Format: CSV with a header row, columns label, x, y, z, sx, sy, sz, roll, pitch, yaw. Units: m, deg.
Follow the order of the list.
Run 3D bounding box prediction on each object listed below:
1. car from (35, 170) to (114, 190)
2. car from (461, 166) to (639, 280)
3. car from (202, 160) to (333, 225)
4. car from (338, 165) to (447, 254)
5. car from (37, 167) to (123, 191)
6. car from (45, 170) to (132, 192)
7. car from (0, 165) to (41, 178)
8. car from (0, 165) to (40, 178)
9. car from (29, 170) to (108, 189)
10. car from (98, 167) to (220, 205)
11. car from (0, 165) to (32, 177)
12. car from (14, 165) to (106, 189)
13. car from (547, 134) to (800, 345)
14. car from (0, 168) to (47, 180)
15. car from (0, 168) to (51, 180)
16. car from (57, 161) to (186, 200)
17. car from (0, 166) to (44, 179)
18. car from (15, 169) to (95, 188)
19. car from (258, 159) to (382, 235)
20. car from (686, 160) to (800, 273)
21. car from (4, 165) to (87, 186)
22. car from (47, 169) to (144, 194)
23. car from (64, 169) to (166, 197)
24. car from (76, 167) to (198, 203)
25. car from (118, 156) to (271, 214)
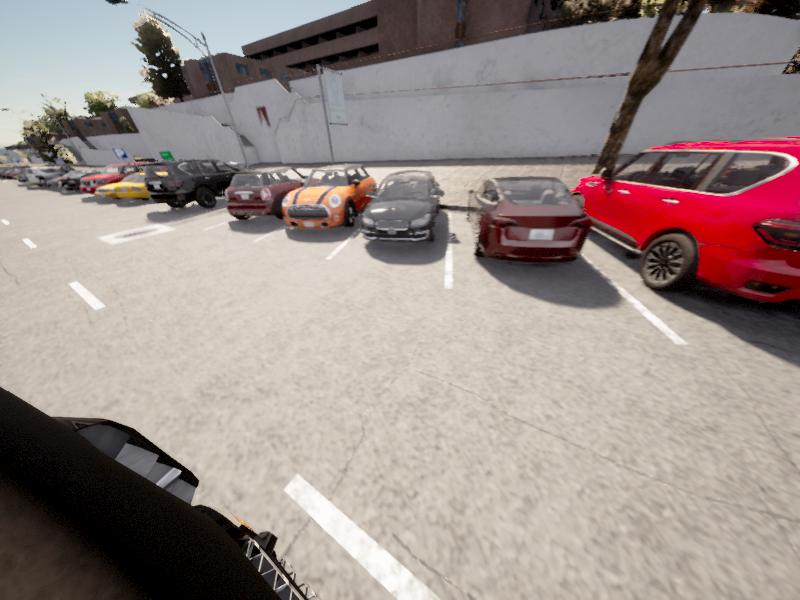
label,x,y,z,sx,sy,sz,roll,pitch,yaw
car,-35.970,-13.438,25.783,2.002,1.452,4.674,4,34,10
car,2.823,-2.347,5.865,2.163,1.488,4.792,4,34,10
car,-4.954,-4.695,9.698,2.185,1.767,4.553,4,34,10
car,0.240,-3.109,7.151,2.231,1.521,4.892,4,34,10
car,-33.387,-12.854,24.387,2.185,1.767,4.553,4,34,10
car,-30.799,-11.962,23.122,2.002,1.452,4.674,4,34,10
car,-77.364,-25.981,46.722,1.878,1.987,4.442,4,34,10
car,-82.528,-27.460,49.186,2.435,2.045,5.566,5,34,9
car,-38.567,-14.212,27.129,2.163,1.488,4.792,4,34,10
car,-15.256,-7.684,15.253,1.946,1.575,5.366,4,34,10
car,-85.116,-28.159,50.428,1.878,1.987,4.442,5,34,9
car,-41.163,-15.194,28.298,2.435,2.045,5.566,4,34,10
car,5.401,-1.827,4.388,2.435,2.045,5.566,4,34,10
car,-72.232,-24.156,44.171,2.002,1.452,4.674,4,34,10
car,-69.640,-23.377,42.836,2.163,1.488,4.792,5,34,9
car,-20.466,-9.250,17.603,2.435,2.045,5.566,4,34,10
car,-74.813,-25.048,45.357,2.185,1.767,4.553,4,34,10
car,-43.777,-15.625,29.582,1.946,1.575,5.366,4,34,10
car,-2.348,-3.980,8.425,2.185,1.767,4.553,4,34,10
car,8.027,-0.950,3.329,1.946,1.575,5.366,4,34,10
car,-48.932,-17.433,32.208,2.435,2.045,5.566,5,34,9
car,-28.220,-11.255,21.761,2.097,1.535,5.008,3,34,10
car,-23.044,-9.750,19.089,2.163,1.488,4.792,4,34,10
car,-17.902,-8.221,16.276,1.946,1.575,5.366,4,34,10
car,-10.126,-6.325,12.331,2.435,2.045,5.566,4,34,10
